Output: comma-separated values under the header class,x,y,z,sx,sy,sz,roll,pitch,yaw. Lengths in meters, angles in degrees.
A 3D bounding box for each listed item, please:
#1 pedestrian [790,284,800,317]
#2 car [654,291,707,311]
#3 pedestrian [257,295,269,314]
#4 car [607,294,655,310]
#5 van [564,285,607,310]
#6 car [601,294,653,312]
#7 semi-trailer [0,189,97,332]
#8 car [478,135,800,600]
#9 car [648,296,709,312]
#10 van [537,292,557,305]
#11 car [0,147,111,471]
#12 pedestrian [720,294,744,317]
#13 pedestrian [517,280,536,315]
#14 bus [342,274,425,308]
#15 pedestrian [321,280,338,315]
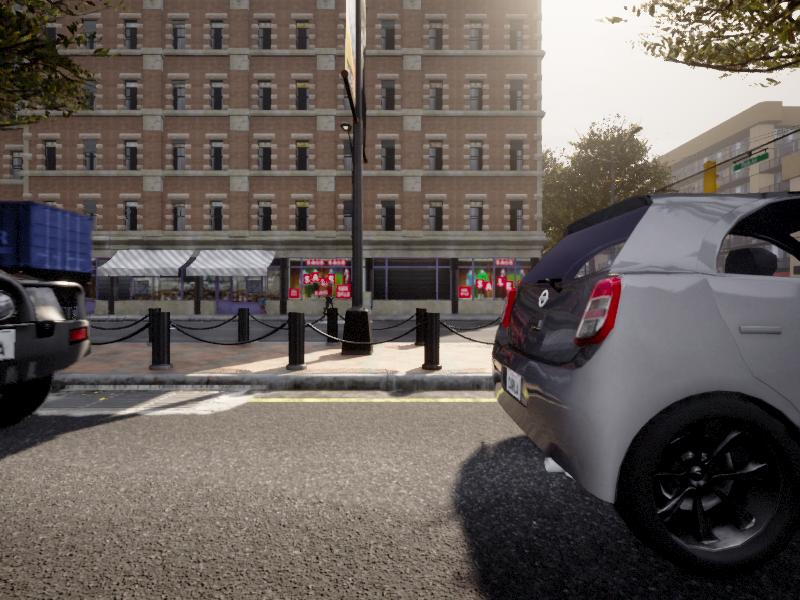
class,x,y,z,sx,sy,sz,roll,pitch,yaw
pedestrian,22.549,0.034,22.358,0.751,1.860,0.751,0,0,4
car,27.161,0.051,38.951,1.932,1.855,4.605,0,1,0
pedestrian,-7.871,0.266,22.999,0.500,1.100,0.500,0,0,6
car,23.652,0.198,41.198,1.801,1.575,5.366,0,0,0
van,20.136,-0.280,43.771,1.988,2.561,5.915,0,0,0
car,20.184,0.242,35.853,1.837,1.490,4.892,0,0,0
semi-trailer,-18.551,-1.216,13.701,14.254,4.402,2.717,0,0,0
car,2.425,0.226,2.192,3.633,1.501,1.845,0,0,0
car,23.693,0.341,34.300,1.895,1.301,4.718,0,0,0
van,30.422,-0.286,83.072,1.988,2.561,5.915,0,0,0
car,-4.592,0.053,2.201,4.605,1.855,1.932,0,0,0
pedestrian,18.875,0.315,22.724,0.751,1.300,0.751,0,0,4
pedestrian,6.838,-0.116,21.641,0.751,1.860,0.751,0,0,-1
bus,-2.059,-1.133,51.914,10.273,4.253,3.944,0,0,0
pedestrian,-3.790,-0.114,21.525,0.751,1.860,0.751,0,0,5
